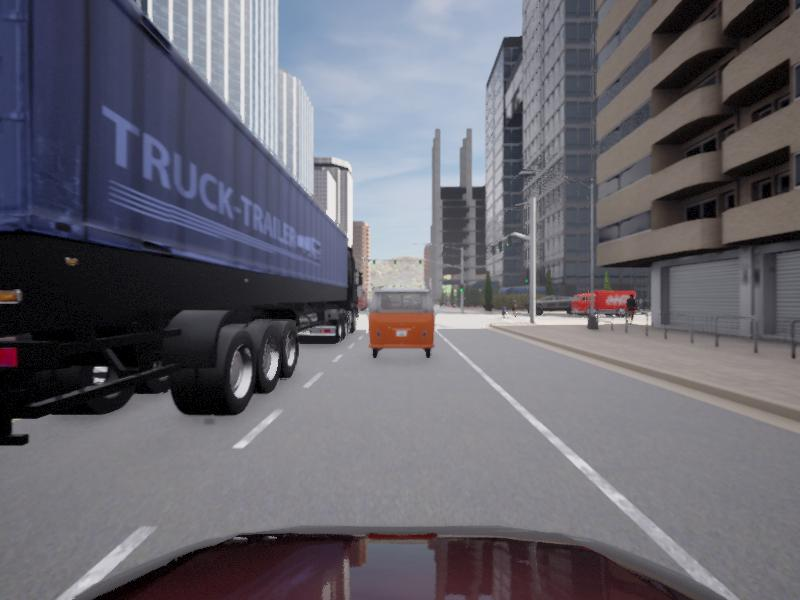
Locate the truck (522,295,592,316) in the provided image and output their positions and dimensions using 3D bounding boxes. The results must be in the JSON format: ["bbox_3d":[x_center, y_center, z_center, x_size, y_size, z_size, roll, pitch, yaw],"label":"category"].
[{"bbox_3d":[16.084,0.559,41.202,6.274,2.098,2.390,0,0,1],"label":"truck"}]

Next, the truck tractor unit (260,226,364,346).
[{"bbox_3d":[-3.404,-0.518,17.385,3.053,4.208,6.516,0,0,0],"label":"truck tractor unit"}]

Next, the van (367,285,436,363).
[{"bbox_3d":[0.059,0.606,12.509,1.775,1.987,4.442,0,0,0],"label":"van"}]

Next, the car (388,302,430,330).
[{"bbox_3d":[0.675,0.879,24.059,1.812,1.442,4.674,0,0,10],"label":"car"}]

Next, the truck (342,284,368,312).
[{"bbox_3d":[-6.626,-0.297,59.968,2.891,3.827,8.468,0,0,0],"label":"truck"}]

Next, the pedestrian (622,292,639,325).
[{"bbox_3d":[13.647,0.494,23.656,0.751,1.860,0.751,0,0,40],"label":"pedestrian"}]

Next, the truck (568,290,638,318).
[{"bbox_3d":[18.964,0.372,37.639,5.204,2.467,2.627,0,0,1],"label":"truck"}]

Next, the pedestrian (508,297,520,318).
[{"bbox_3d":[10.175,0.652,35.650,0.751,1.860,0.751,0,0,-15],"label":"pedestrian"}]

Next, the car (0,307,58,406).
[{"bbox_3d":[-6.988,0.855,5.110,1.970,1.475,3.806,0,0,0],"label":"car"}]

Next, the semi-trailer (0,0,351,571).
[{"bbox_3d":[-3.454,-0.614,9.472,2.717,4.402,14.254,0,0,0],"label":"semi-trailer"}]
